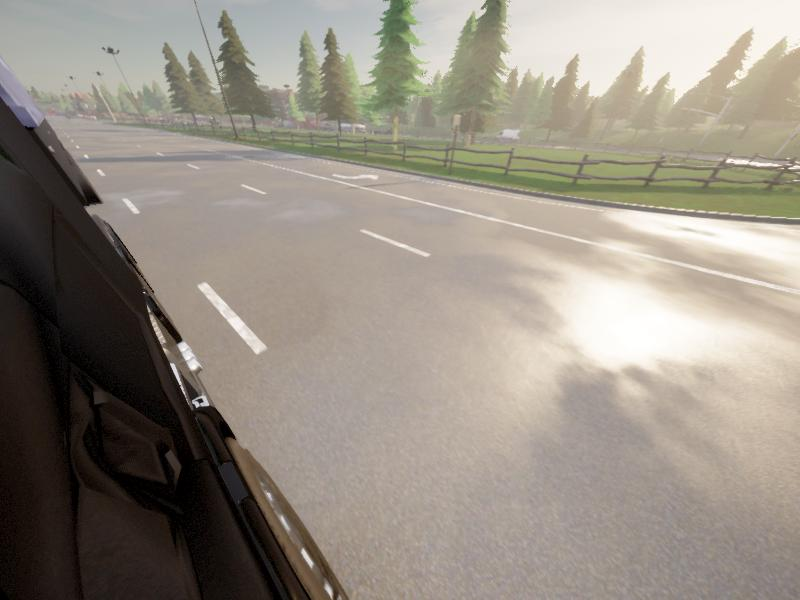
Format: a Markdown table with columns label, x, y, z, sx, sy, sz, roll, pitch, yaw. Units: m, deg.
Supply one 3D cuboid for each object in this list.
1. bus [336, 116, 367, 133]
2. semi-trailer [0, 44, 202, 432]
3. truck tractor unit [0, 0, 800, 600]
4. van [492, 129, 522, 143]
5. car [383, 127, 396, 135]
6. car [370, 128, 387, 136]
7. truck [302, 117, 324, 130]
| label | x | y | z | sx | sy | sz | roll | pitch | yaw |
| --- | --- | --- | --- | --- | --- | --- | --- | --- | --- |
| bus | -16.024 | -58.027 | 76.411 | 10.273 | 4.253 | 3.944 | 28 | 44 | 30 |
| semi-trailer | -8.703 | -3.602 | 4.222 | 14.254 | 4.402 | 2.717 | 28 | 44 | 30 |
| truck tractor unit | -2.645 | -0.295 | 0.351 | 6.516 | 4.208 | 3.053 | 28 | 44 | 30 |
| van | 26.131 | -40.309 | 56.762 | 5.915 | 2.561 | 1.988 | 28 | 44 | 30 |
| car | -3.321 | -53.076 | 72.577 | 3.866 | 1.878 | 1.905 | 28 | 44 | 30 |
| car | -6.609 | -51.871 | 71.215 | 5.027 | 1.651 | 2.152 | 28 | 44 | 30 |
| truck | -33.141 | -67.141 | 87.871 | 8.468 | 3.827 | 2.891 | 28 | 44 | 30 |
